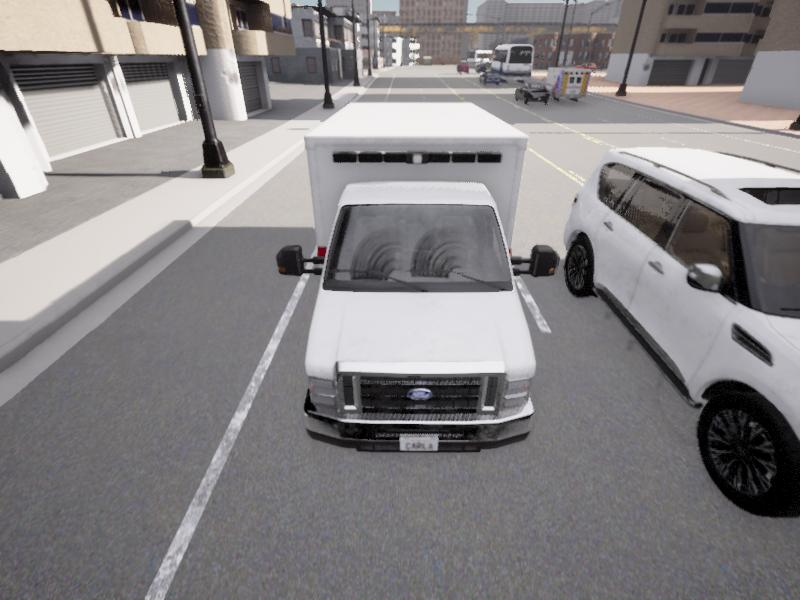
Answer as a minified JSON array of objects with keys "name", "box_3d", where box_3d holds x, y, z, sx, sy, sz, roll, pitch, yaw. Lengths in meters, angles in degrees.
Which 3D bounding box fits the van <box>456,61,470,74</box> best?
[{"name":"van","box_3d":[11.390,-41.983,72.191,1.775,1.987,4.442,0,31,1]}]

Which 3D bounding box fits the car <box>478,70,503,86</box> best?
[{"name":"car","box_3d":[11.148,-27.596,49.761,2.033,1.411,5.357,0,33,0]}]

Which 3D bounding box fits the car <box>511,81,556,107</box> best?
[{"name":"car","box_3d":[10.970,-17.221,33.302,2.128,1.511,4.902,0,32,0]}]

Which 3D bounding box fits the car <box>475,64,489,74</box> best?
[{"name":"car","box_3d":[14.901,-42.329,73.157,1.845,1.501,3.633,0,31,1]}]

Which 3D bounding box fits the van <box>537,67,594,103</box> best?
[{"name":"van","box_3d":[14.500,-19.258,35.693,2.351,2.431,6.366,0,32,0]}]

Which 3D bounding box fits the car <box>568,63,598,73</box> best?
[{"name":"car","box_3d":[36.100,-45.797,78.873,4.611,1.667,2.242,1,31,2]}]

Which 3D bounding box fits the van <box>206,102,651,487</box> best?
[{"name":"van","box_3d":[0.174,-1.106,5.471,2.351,2.431,6.366,0,30,0]}]

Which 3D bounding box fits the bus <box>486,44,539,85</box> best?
[{"name":"bus","box_3d":[14.569,-31.420,53.106,3.944,4.253,10.273,0,32,0]}]

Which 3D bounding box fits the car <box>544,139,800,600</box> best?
[{"name":"car","box_3d":[3.674,-0.212,4.319,2.150,2.045,5.566,0,30,0]}]

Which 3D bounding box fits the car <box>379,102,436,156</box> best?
[{"name":"car","box_3d":[0.299,-7.519,17.306,2.128,1.511,4.902,0,31,0]}]
